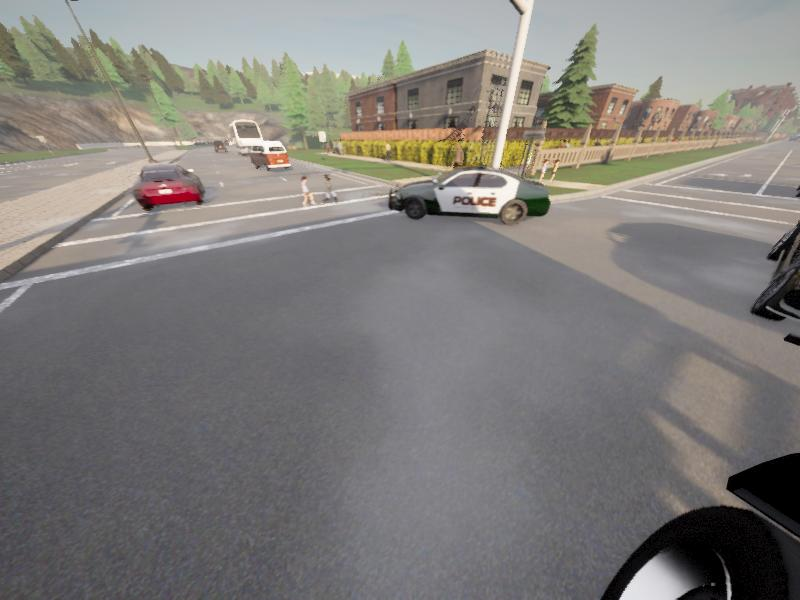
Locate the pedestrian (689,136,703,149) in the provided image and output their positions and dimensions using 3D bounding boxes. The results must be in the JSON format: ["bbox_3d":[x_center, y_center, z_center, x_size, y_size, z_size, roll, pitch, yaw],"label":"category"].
[{"bbox_3d":[53.610,-28.505,41.823,0.751,1.860,0.751,-22,40,-27],"label":"pedestrian"}]

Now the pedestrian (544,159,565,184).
[{"bbox_3d":[8.122,-6.778,12.166,0.500,1.100,0.500,9,36,13],"label":"pedestrian"}]

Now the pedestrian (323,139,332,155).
[{"bbox_3d":[-10.297,-21.777,32.962,0.751,1.860,0.751,-22,40,-27],"label":"pedestrian"}]

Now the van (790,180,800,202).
[{"bbox_3d":[18.509,-5.269,9.456,4.442,1.987,1.775,-22,41,-28],"label":"van"}]

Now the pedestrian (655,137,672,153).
[{"bbox_3d":[36.471,-21.443,31.994,0.751,1.860,0.751,-22,41,-28],"label":"pedestrian"}]

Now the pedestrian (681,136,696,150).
[{"bbox_3d":[49.333,-26.823,39.485,0.751,1.860,0.751,-23,41,-28],"label":"pedestrian"}]

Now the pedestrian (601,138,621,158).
[{"bbox_3d":[23.575,-16.996,25.827,0.751,1.860,0.751,-22,40,-27],"label":"pedestrian"}]

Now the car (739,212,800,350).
[{"bbox_3d":[7.508,-0.606,3.278,5.027,1.651,2.152,-22,41,-28],"label":"car"}]

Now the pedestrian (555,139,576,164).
[{"bbox_3d":[14.647,-13.172,20.502,0.751,1.860,0.751,-30,45,-35],"label":"pedestrian"}]

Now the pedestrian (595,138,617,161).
[{"bbox_3d":[20.319,-14.860,22.833,0.751,1.860,0.751,-22,41,-28],"label":"pedestrian"}]

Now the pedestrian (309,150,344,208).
[{"bbox_3d":[-2.809,-4.659,8.940,0.751,1.860,0.751,-21,40,-26],"label":"pedestrian"}]

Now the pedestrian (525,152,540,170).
[{"bbox_3d":[9.801,-10.288,17.123,0.500,1.100,0.500,-18,39,-23],"label":"pedestrian"}]

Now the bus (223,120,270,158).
[{"bbox_3d":[-23.907,-24.867,35.719,3.944,4.253,10.273,-22,41,-27],"label":"bus"}]

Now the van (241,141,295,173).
[{"bbox_3d":[-11.126,-12.143,19.465,4.480,2.038,2.069,29,45,35],"label":"van"}]

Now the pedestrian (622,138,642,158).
[{"bbox_3d":[26.442,-17.359,26.312,0.751,1.860,0.751,-22,40,-27],"label":"pedestrian"}]

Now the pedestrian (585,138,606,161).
[{"bbox_3d":[19.752,-15.231,23.366,0.751,1.860,0.751,-24,41,-29],"label":"pedestrian"}]

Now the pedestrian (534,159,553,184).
[{"bbox_3d":[7.589,-6.818,12.229,0.500,1.100,0.500,24,42,31],"label":"pedestrian"}]

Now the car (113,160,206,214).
[{"bbox_3d":[-9.911,-5.037,9.963,1.994,1.385,4.181,-22,40,-27],"label":"car"}]

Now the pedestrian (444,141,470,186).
[{"bbox_3d":[2.817,-6.837,11.594,0.751,1.860,0.751,-22,41,-28],"label":"pedestrian"}]

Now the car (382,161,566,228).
[{"bbox_3d":[2.105,-3.632,7.702,4.974,1.542,2.038,7,36,10],"label":"car"}]

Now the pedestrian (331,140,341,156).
[{"bbox_3d":[-8.578,-20.356,30.929,0.751,1.860,0.751,-21,40,-27],"label":"pedestrian"}]

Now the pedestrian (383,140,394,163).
[{"bbox_3d":[-1.122,-14.308,22.279,0.751,1.860,0.751,-22,40,-27],"label":"pedestrian"}]

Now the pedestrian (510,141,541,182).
[{"bbox_3d":[6.905,-7.656,12.764,0.751,1.860,0.751,-15,38,-20],"label":"pedestrian"}]

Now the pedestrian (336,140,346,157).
[{"bbox_3d":[-7.705,-19.669,29.946,0.751,1.860,0.751,-23,41,-28],"label":"pedestrian"}]

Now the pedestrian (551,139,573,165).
[{"bbox_3d":[13.875,-12.721,19.871,0.751,1.860,0.751,-22,40,-27],"label":"pedestrian"}]

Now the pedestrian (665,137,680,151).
[{"bbox_3d":[44.167,-25.374,37.485,0.751,1.860,0.751,-22,41,-27],"label":"pedestrian"}]

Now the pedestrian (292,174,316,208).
[{"bbox_3d":[-3.694,-4.194,8.893,0.500,1.100,0.500,-22,41,-28],"label":"pedestrian"}]

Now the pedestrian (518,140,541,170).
[{"bbox_3d":[9.747,-10.971,17.433,0.751,1.860,0.751,-13,37,-17],"label":"pedestrian"}]
